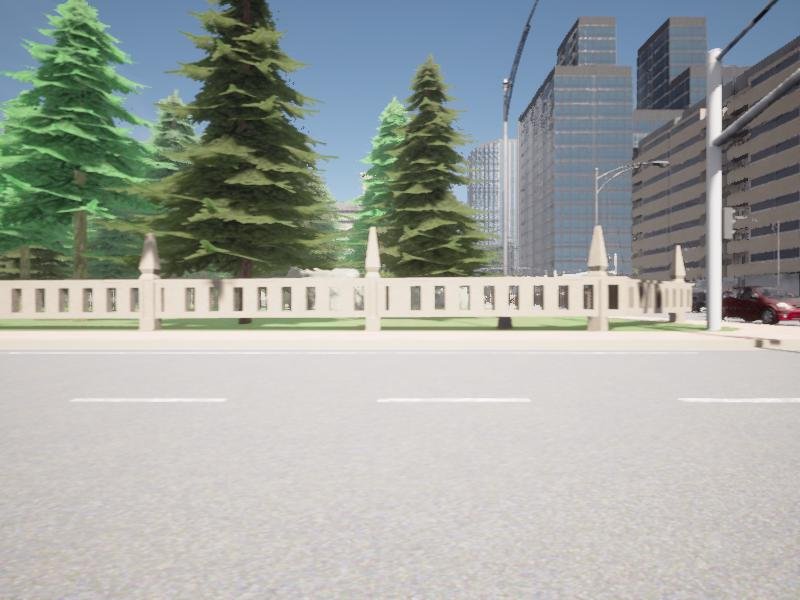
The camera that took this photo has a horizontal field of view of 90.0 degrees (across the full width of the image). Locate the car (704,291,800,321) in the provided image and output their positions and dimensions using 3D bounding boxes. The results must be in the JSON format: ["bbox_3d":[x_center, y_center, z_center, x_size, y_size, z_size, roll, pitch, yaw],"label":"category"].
[{"bbox_3d":[18.834,0.292,21.251,1.812,1.442,4.674,0,0,0],"label":"car"}]

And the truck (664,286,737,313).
[{"bbox_3d":[24.966,-0.029,33.647,2.390,2.098,6.274,0,0,11],"label":"truck"}]

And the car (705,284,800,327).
[{"bbox_3d":[15.282,0.206,16.916,1.851,1.617,3.988,0,0,2],"label":"car"}]

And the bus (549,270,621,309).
[{"bbox_3d":[22.153,-1.108,48.861,3.944,4.253,10.273,0,0,0],"label":"bus"}]

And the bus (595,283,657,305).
[{"bbox_3d":[45.681,-1.139,81.053,10.273,4.253,3.944,0,0,0],"label":"bus"}]
